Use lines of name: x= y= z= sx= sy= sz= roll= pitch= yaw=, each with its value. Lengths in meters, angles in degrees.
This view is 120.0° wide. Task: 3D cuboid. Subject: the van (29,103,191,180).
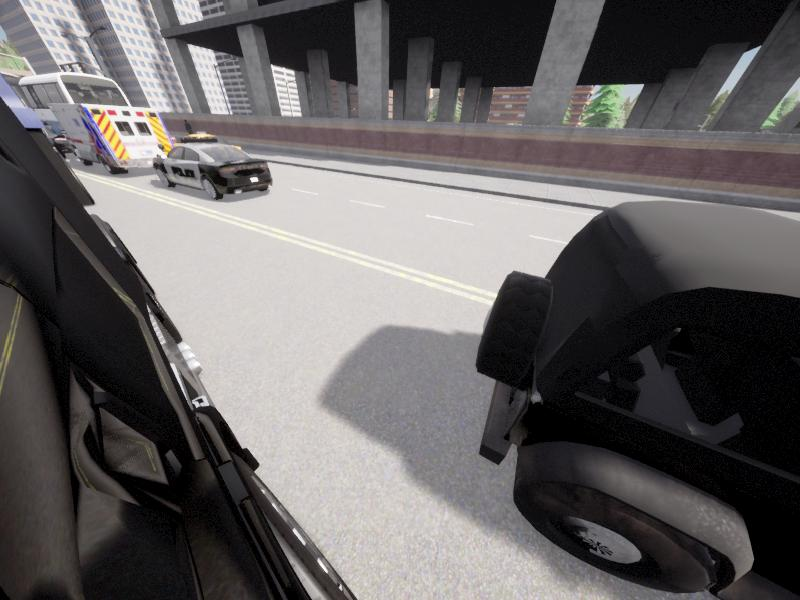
van: x=-13.525 y=-7.570 z=10.885 sx=6.366 sy=2.431 sz=2.351 roll=20 pitch=40 yaw=21

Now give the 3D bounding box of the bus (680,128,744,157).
bus: x=62.952 y=-32.301 z=47.210 sx=3.944 sy=4.253 sz=10.273 roll=23 pitch=41 yaw=25

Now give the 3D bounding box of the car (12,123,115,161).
car: x=-20.214 y=-9.585 z=13.921 sx=4.902 sy=1.511 sz=2.128 roll=20 pitch=40 yaw=21

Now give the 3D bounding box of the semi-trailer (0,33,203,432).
semi-trailer: x=-8.778 y=-3.551 z=4.147 sx=14.254 sy=4.402 sz=2.717 roll=27 pitch=43 yaw=29

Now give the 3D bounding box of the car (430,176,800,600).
car: x=2.425 y=0.737 z=1.236 sx=3.866 sy=1.878 sz=1.905 roll=20 pitch=40 yaw=21

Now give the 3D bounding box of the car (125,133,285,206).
car: x=-7.058 y=-4.938 z=8.434 sx=5.238 sy=1.638 sz=1.930 roll=20 pitch=40 yaw=21

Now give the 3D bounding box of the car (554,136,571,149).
car: x=29.368 y=-28.526 z=41.781 sx=1.905 sy=1.878 sz=3.866 roll=20 pitch=40 yaw=21

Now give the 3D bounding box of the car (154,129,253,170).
car: x=-11.396 y=-8.851 z=13.442 sx=5.366 sy=1.575 sz=1.801 roll=20 pitch=40 yaw=21

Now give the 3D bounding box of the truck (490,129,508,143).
truck: x=23.505 y=-38.798 z=54.714 sx=2.615 sy=2.467 sz=5.204 roll=20 pitch=40 yaw=21

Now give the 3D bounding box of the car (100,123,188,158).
car: x=-17.606 y=-11.107 z=15.989 sx=4.611 sy=1.667 sz=2.242 roll=20 pitch=40 yaw=21

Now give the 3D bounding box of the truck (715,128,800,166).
truck: x=48.663 y=-20.964 z=31.498 sx=2.891 sy=3.827 sz=8.468 roll=20 pitch=40 yaw=21

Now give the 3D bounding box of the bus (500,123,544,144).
bus: x=35.116 y=-48.143 z=66.724 sx=10.273 sy=4.253 sz=3.944 roll=20 pitch=40 yaw=21

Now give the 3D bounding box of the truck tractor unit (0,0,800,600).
truck tractor unit: x=-2.645 y=-0.295 z=0.351 sx=6.516 sy=4.208 sz=3.053 roll=28 pitch=44 yaw=30

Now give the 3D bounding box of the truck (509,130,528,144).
truck: x=27.281 y=-37.441 z=53.139 sx=2.615 sy=2.467 sz=5.204 roll=20 pitch=40 yaw=21

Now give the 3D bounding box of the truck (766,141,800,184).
truck: x=30.282 y=-9.467 z=16.082 sx=2.627 sy=2.467 sz=5.204 roll=20 pitch=40 yaw=21

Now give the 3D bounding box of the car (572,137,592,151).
car: x=31.945 y=-27.600 z=40.706 sx=1.905 sy=1.878 sz=3.866 roll=20 pitch=40 yaw=21

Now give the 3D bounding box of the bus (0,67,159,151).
bus: x=-25.391 y=-14.857 z=18.353 sx=10.273 sy=4.253 sz=3.944 roll=20 pitch=40 yaw=21

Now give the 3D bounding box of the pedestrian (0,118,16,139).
pedestrian: x=-35.117 y=-15.194 z=20.144 sx=0.751 sy=1.860 sz=0.751 roll=18 pitch=39 yaw=19

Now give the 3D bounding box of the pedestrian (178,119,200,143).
pedestrian: x=-20.711 y=-16.635 z=22.733 sx=0.751 sy=1.860 sz=0.751 roll=19 pitch=40 yaw=21
